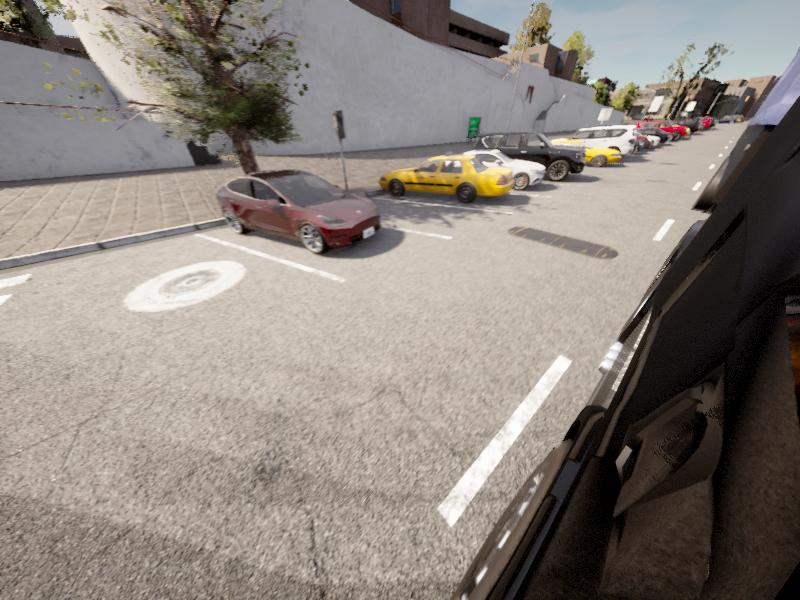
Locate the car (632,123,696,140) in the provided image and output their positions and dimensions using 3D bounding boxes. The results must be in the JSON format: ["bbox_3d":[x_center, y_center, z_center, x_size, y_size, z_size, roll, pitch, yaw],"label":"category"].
[{"bbox_3d":[36.032,-23.174,31.764,5.366,1.575,1.946,17,41,25],"label":"car"}]

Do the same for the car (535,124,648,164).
[{"bbox_3d":[13.211,-11.118,16.543,5.566,2.045,2.435,17,40,25],"label":"car"}]

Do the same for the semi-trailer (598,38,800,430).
[{"bbox_3d":[8.710,-3.512,4.339,14.254,4.402,2.717,-27,43,-31],"label":"semi-trailer"}]

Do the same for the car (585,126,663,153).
[{"bbox_3d":[20.104,-14.668,21.140,4.553,1.767,2.185,17,40,25],"label":"car"}]

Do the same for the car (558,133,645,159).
[{"bbox_3d":[15.516,-12.102,18.214,4.792,1.488,2.163,17,41,25],"label":"car"}]

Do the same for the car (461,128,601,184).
[{"bbox_3d":[6.377,-7.494,11.982,5.566,2.045,2.435,17,40,25],"label":"car"}]

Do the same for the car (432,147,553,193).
[{"bbox_3d":[4.059,-6.071,10.640,4.674,1.452,2.002,17,40,25],"label":"car"}]

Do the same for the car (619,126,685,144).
[{"bbox_3d":[29.341,-19.427,27.199,4.792,1.488,2.163,17,40,25],"label":"car"}]

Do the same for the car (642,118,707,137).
[{"bbox_3d":[40.742,-25.769,34.552,5.566,2.045,2.435,17,41,25],"label":"car"}]

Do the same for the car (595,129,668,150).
[{"bbox_3d":[22.431,-15.748,22.724,4.674,1.452,2.002,17,40,25],"label":"car"}]

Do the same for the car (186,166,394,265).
[{"bbox_3d":[-2.804,-2.499,6.047,4.792,1.488,2.163,17,39,25],"label":"car"}]

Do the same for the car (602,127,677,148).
[{"bbox_3d":[24.729,-17.000,24.192,5.008,1.535,2.097,17,41,25],"label":"car"}]

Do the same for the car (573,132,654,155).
[{"bbox_3d":[17.844,-13.306,19.725,4.674,1.452,2.002,17,40,25],"label":"car"}]

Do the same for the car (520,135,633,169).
[{"bbox_3d":[11.110,-9.656,15.088,5.366,1.575,1.946,17,40,25],"label":"car"}]

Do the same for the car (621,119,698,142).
[{"bbox_3d":[31.623,-20.880,28.535,5.566,2.045,2.435,17,40,25],"label":"car"}]

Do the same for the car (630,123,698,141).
[{"bbox_3d":[34.064,-21.860,30.109,5.366,1.575,1.946,17,40,25],"label":"car"}]

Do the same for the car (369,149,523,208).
[{"bbox_3d":[1.599,-4.955,9.163,5.366,1.575,1.946,17,40,25],"label":"car"}]

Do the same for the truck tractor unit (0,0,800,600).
[{"bbox_3d":[2.645,-0.295,0.352,6.516,4.208,3.053,-28,44,-30],"label":"truck tractor unit"}]
